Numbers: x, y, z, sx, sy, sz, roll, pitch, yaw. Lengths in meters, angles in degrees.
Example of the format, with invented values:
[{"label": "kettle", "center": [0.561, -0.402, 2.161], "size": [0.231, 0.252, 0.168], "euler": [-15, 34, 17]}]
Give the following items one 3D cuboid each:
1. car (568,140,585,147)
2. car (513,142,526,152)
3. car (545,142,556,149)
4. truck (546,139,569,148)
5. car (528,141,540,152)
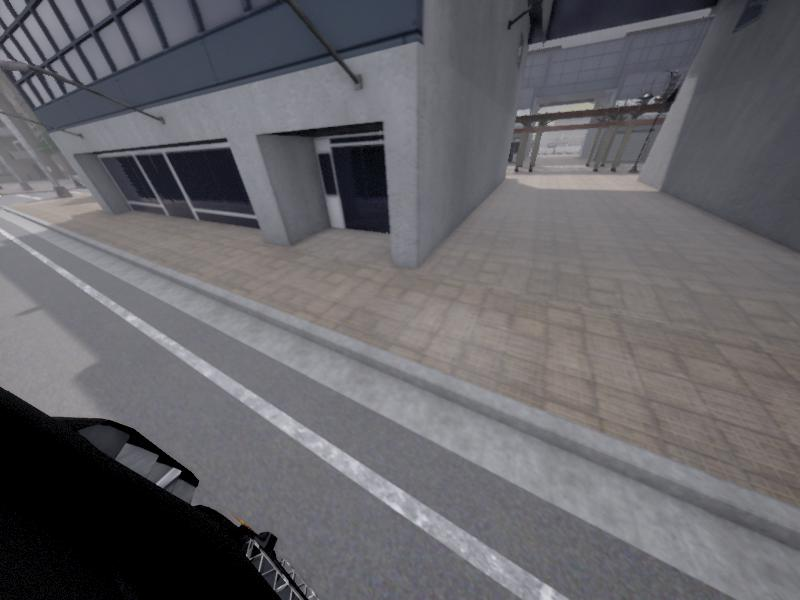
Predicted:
[{"label": "car", "center": [57.514, -50.841, 75.183], "size": [3.988, 1.617, 1.851], "euler": [14, 37, 24]}, {"label": "car", "center": [27.053, -34.583, 52.211], "size": [1.932, 1.855, 4.605], "euler": [14, 37, 24]}, {"label": "car", "center": [41.221, -42.360, 63.260], "size": [2.007, 1.523, 4.514], "euler": [14, 37, 24]}, {"label": "truck", "center": [54.288, -54.077, 79.810], "size": [6.274, 2.098, 2.390], "euler": [14, 37, 24]}, {"label": "car", "center": [29.820, -34.164, 51.326], "size": [1.905, 1.878, 3.866], "euler": [14, 37, 24]}]
